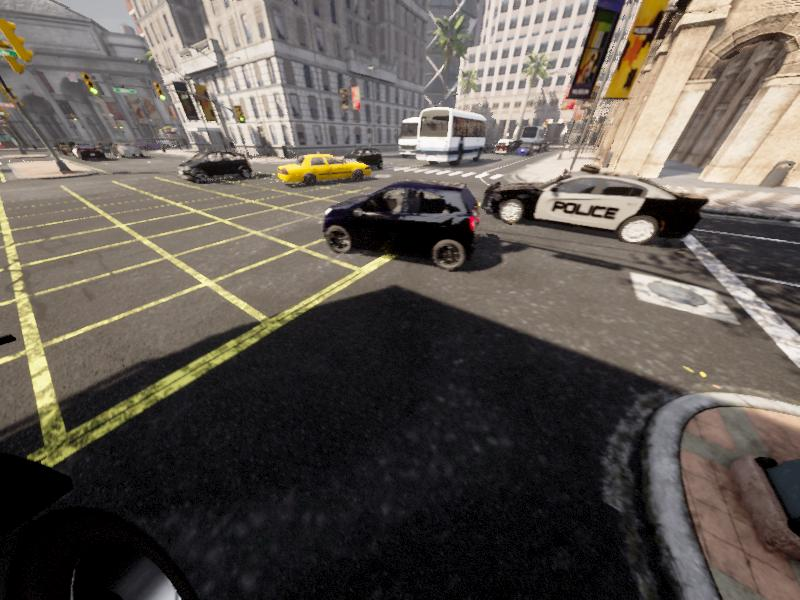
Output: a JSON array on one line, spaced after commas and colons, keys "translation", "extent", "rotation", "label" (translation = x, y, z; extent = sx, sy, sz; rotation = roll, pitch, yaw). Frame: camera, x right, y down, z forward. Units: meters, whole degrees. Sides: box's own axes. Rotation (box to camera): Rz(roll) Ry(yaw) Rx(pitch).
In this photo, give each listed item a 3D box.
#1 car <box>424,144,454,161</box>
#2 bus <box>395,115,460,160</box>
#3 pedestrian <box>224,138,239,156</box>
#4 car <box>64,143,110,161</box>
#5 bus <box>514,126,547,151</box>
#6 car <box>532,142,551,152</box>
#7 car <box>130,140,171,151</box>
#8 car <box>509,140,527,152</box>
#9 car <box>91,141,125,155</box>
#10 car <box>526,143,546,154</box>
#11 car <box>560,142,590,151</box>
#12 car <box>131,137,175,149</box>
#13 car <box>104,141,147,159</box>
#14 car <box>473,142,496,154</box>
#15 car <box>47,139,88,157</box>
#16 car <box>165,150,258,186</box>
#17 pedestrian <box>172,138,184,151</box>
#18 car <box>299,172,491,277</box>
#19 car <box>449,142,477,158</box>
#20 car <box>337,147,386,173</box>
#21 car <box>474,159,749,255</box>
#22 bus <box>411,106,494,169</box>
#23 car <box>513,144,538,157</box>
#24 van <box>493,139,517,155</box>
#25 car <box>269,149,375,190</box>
[{"translation": [4.812, -18.086, 28.207], "extent": [1.851, 1.617, 3.988], "rotation": [22, 40, 27], "label": "car"}, {"translation": [3.881, -21.835, 31.225], "extent": [3.944, 4.253, 10.273], "rotation": [22, 40, 27], "label": "bus"}, {"translation": [-22.004, -20.052, 30.272], "extent": [0.751, 1.860, 0.751], "rotation": [18, 39, 24], "label": "pedestrian"}, {"translation": [-35.598, -16.867, 26.246], "extent": [4.974, 1.542, 2.038], "rotation": [22, 40, 27], "label": "car"}, {"translation": [29.280, -36.062, 51.588], "extent": [3.944, 4.253, 10.273], "rotation": [20, 40, 26], "label": "bus"}, {"translation": [28.441, -30.676, 46.230], "extent": [2.152, 1.651, 5.027], "rotation": [22, 41, 28], "label": "car"}, {"translation": [-46.971, -29.286, 43.679], "extent": [2.033, 1.649, 4.856], "rotation": [8, 36, 10], "label": "car"}, {"translation": [22.871, -29.700, 44.570], "extent": [1.905, 1.878, 3.866], "rotation": [22, 41, 28], "label": "car"}, {"translation": [-43.456, -22.774, 34.522], "extent": [2.242, 1.667, 4.611], "rotation": [-25, 42, -31], "label": "car"}, {"translation": [24.503, -27.349, 41.562], "extent": [2.007, 1.525, 4.514], "rotation": [22, 40, 28], "label": "car"}, {"translation": [40.960, -36.007, 54.131], "extent": [5.027, 1.651, 2.152], "rotation": [-5, 36, -8], "label": "car"}, {"translation": [-52.087, -33.220, 48.881], "extent": [2.150, 2.045, 5.566], "rotation": [22, 41, 28], "label": "car"}, {"translation": [-34.729, -19.002, 29.202], "extent": [5.027, 1.651, 2.152], "rotation": [22, 40, 27], "label": "car"}, {"translation": [14.673, -26.338, 39.958], "extent": [1.930, 1.638, 5.238], "rotation": [22, 41, 28], "label": "car"}, {"translation": [-45.074, -20.713, 31.332], "extent": [4.605, 1.855, 1.932], "rotation": [21, 40, 26], "label": "car"}, {"translation": [-11.179, -8.123, 14.006], "extent": [1.789, 1.549, 3.705], "rotation": [22, 40, 27], "label": "car"}, {"translation": [-37.959, -26.639, 39.499], "extent": [0.751, 1.860, 0.751], "rotation": [23, 41, 29], "label": "pedestrian"}, {"translation": [-0.015, -1.901, 5.277], "extent": [3.633, 1.501, 1.845], "rotation": [12, 36, 16], "label": "car"}, {"translation": [9.177, -21.792, 33.442], "extent": [2.242, 1.667, 4.611], "rotation": [22, 40, 27], "label": "car"}, {"translation": [-2.999, -11.455, 18.788], "extent": [1.789, 1.549, 3.705], "rotation": [22, 40, 27], "label": "car"}, {"translation": [5.240, -3.064, 6.869], "extent": [5.238, 1.638, 1.930], "rotation": [22, 40, 28], "label": "car"}, {"translation": [5.530, -16.301, 23.384], "extent": [3.944, 4.253, 10.273], "rotation": [21, 40, 27], "label": "bus"}, {"translation": [19.351, -23.063, 35.485], "extent": [2.163, 1.488, 4.792], "rotation": [22, 41, 28], "label": "car"}, {"translation": [17.248, -25.085, 37.857], "extent": [2.069, 2.038, 4.480], "rotation": [22, 41, 28], "label": "van"}, {"translation": [-4.324, -7.766, 13.531], "extent": [5.366, 1.575, 1.801], "rotation": [-22, 41, -28], "label": "car"}]
